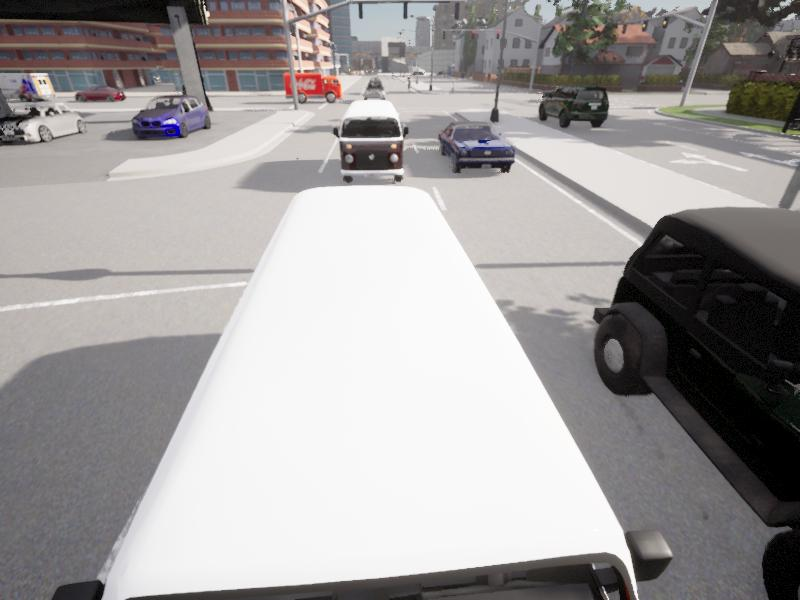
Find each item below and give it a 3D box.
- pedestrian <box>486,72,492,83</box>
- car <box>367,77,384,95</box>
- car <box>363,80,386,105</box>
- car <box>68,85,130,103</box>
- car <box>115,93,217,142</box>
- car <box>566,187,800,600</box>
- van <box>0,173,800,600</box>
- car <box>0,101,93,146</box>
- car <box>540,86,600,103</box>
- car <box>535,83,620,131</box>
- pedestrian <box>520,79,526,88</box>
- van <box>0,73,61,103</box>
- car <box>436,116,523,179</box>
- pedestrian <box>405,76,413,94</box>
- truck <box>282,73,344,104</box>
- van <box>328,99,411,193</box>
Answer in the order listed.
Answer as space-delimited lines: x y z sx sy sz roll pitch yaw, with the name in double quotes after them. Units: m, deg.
16.619 -41.533 74.622 0.751 1.860 0.751 -1 30 -2 "pedestrian"
-2.990 -26.029 48.562 1.932 1.855 4.605 -2 30 -3 "car"
-2.310 -19.260 37.002 1.932 1.855 4.605 -2 30 -3 "car"
-29.252 -20.065 38.965 4.181 1.385 1.994 -2 30 -3 "car"
-10.989 -8.899 19.321 2.242 1.667 4.611 -1 30 -2 "car"
3.197 0.606 3.068 1.905 1.878 3.866 -2 31 -3 "car"
-0.221 0.615 2.935 2.069 2.038 4.480 -2 30 -5 "van"
-16.687 -8.220 18.498 1.970 1.475 3.806 -1 30 -2 "car"
16.077 -19.538 37.994 4.718 1.301 1.895 -2 30 -2 "car"
10.014 -11.334 23.271 2.150 2.045 5.566 -2 30 -2 "car"
17.619 -31.046 57.474 0.500 1.100 0.500 -2 30 -3 "pedestrian"
-37.007 -20.250 38.259 6.366 2.431 2.351 -2 30 -3 "van"
2.557 -5.504 14.087 1.895 1.301 4.718 -2 30 -2 "car"
1.110 -26.154 48.726 0.751 1.860 0.751 -13 33 -21 "pedestrian"
-7.960 -19.678 37.144 5.204 2.467 2.627 -4 31 -7 "truck"
-0.864 -4.975 12.462 2.069 2.038 4.480 -2 30 -2 "van"
